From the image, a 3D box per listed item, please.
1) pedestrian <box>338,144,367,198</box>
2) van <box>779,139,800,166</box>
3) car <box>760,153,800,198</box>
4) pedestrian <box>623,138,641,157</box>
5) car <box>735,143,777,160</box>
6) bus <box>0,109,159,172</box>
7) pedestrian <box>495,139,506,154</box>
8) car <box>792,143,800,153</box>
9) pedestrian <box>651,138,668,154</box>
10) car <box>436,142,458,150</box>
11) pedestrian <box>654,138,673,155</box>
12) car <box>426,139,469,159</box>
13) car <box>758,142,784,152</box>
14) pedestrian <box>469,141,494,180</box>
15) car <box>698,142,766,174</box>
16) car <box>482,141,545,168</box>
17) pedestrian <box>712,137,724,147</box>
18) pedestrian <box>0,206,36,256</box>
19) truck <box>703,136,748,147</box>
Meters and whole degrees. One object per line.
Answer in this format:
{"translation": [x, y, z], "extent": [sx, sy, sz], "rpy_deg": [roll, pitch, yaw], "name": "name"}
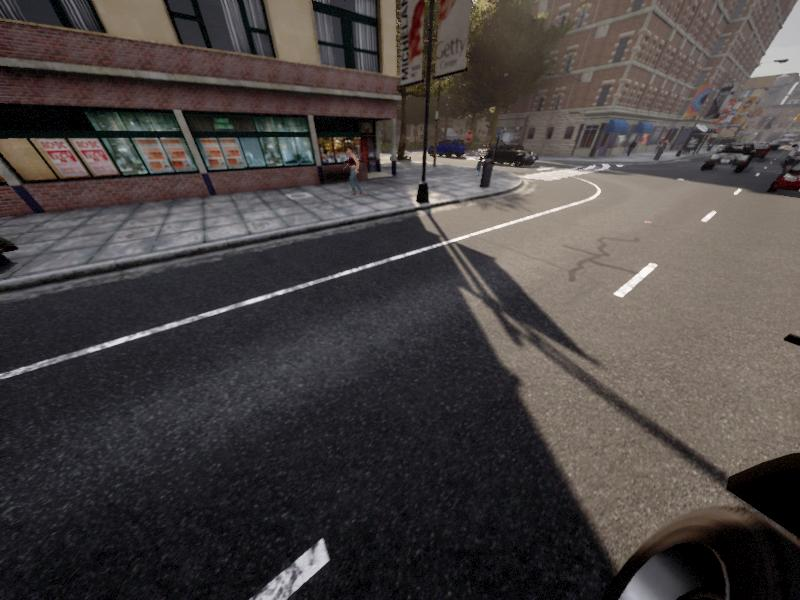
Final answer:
{"translation": [-1.937, -5.327, 9.560], "extent": [0.751, 1.860, 0.751], "rpy_deg": [-18, 39, -23], "name": "pedestrian"}
{"translation": [37.748, -13.750, 21.022], "extent": [6.366, 2.431, 2.351], "rpy_deg": [-22, 41, -28], "name": "van"}
{"translation": [19.458, -5.873, 10.807], "extent": [4.792, 1.488, 2.163], "rpy_deg": [-22, 41, -28], "name": "car"}
{"translation": [27.264, -17.904, 27.179], "extent": [0.751, 1.860, 0.751], "rpy_deg": [-30, 45, -35], "name": "pedestrian"}
{"translation": [41.256, -17.287, 26.785], "extent": [5.008, 1.535, 1.882], "rpy_deg": [-22, 41, -28], "name": "car"}
{"translation": [-31.561, -15.415, 22.333], "extent": [10.273, 4.253, 3.944], "rpy_deg": [-23, 41, -28], "name": "bus"}
{"translation": [14.387, -21.968, 33.043], "extent": [0.751, 1.860, 0.751], "rpy_deg": [-22, 40, -27], "name": "pedestrian"}
{"translation": [63.867, -24.039, 36.271], "extent": [4.674, 1.442, 1.812], "rpy_deg": [-22, 41, -28], "name": "car"}
{"translation": [35.249, -20.937, 31.423], "extent": [0.751, 1.860, 0.751], "rpy_deg": [-28, 44, -34], "name": "pedestrian"}
{"translation": [10.239, -33.761, 50.591], "extent": [4.718, 1.301, 1.895], "rpy_deg": [-22, 41, -28], "name": "car"}
{"translation": [34.378, -20.012, 30.117], "extent": [0.751, 1.860, 0.751], "rpy_deg": [-23, 41, -28], "name": "pedestrian"}
{"translation": [6.182, -20.404, 31.028], "extent": [2.150, 2.045, 5.566], "rpy_deg": [-23, 41, -29], "name": "car"}
{"translation": [64.681, -26.782, 40.277], "extent": [4.718, 1.301, 1.895], "rpy_deg": [-22, 41, -28], "name": "car"}
{"translation": [4.723, -8.098, 13.441], "extent": [0.751, 1.860, 0.751], "rpy_deg": [-24, 42, -30], "name": "pedestrian"}
{"translation": [24.903, -10.726, 17.311], "extent": [4.605, 1.855, 1.932], "rpy_deg": [-22, 40, -28], "name": "car"}
{"translation": [10.343, -13.593, 21.479], "extent": [1.932, 1.855, 4.605], "rpy_deg": [-22, 41, -28], "name": "car"}
{"translation": [71.790, -35.697, 52.083], "extent": [0.751, 1.860, 0.751], "rpy_deg": [-23, 41, -29], "name": "pedestrian"}
{"translation": [-8.976, -1.847, 4.677], "extent": [0.751, 1.860, 0.751], "rpy_deg": [-24, 42, -30], "name": "pedestrian"}
{"translation": [82.706, -40.427, 58.806], "extent": [2.390, 2.098, 6.274], "rpy_deg": [-22, 41, -28], "name": "truck"}
